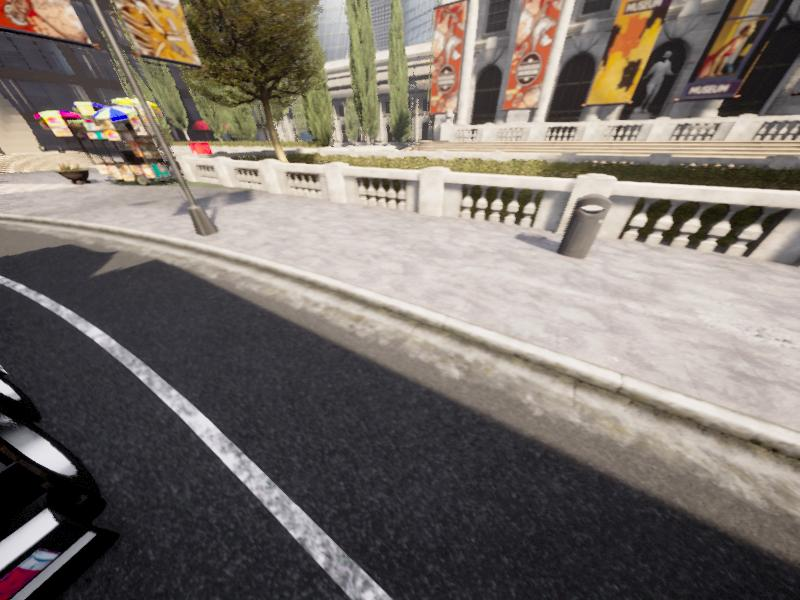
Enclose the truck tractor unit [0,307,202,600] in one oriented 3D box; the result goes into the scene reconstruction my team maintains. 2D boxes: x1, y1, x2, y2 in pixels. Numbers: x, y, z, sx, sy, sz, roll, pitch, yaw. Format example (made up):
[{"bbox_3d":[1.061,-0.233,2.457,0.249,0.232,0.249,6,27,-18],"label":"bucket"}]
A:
[{"bbox_3d":[-5.182,-0.221,0.689,6.516,4.208,3.053,15,37,21],"label":"truck tractor unit"}]
